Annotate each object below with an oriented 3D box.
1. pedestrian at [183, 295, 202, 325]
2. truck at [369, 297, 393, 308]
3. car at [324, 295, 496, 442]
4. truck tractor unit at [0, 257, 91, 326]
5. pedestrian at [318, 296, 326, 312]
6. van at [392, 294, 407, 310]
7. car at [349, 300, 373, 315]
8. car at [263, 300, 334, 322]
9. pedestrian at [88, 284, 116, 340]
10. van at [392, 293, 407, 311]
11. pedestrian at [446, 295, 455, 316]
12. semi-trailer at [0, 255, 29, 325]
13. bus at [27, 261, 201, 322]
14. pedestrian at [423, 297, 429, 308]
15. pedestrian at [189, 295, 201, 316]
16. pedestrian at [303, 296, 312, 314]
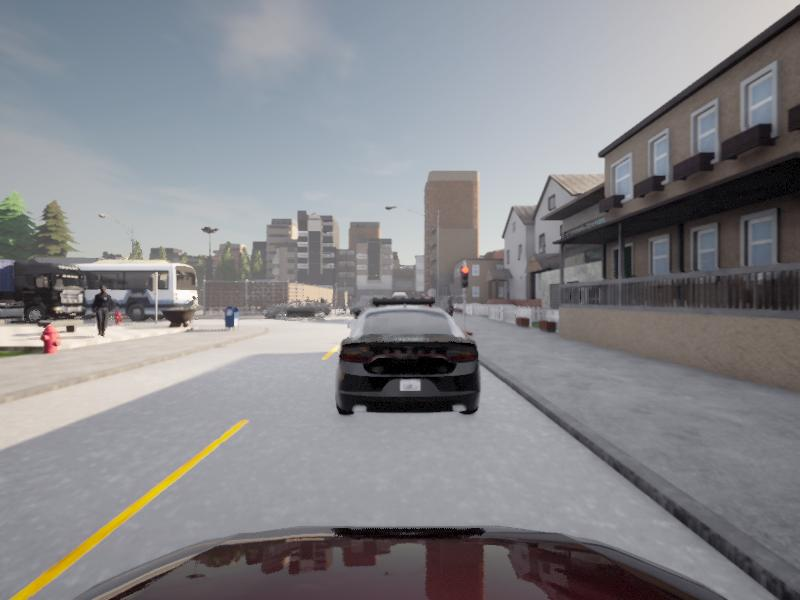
[{"bbox_3d":[-12.876,0.609,24.773,0.751,1.860,0.751,0,0,27],"label":"pedestrian"},{"bbox_3d":[-3.822,0.455,78.271,2.390,2.098,6.274,1,-1,-25],"label":"truck"},{"bbox_3d":[0.058,0.763,7.109,1.930,1.638,5.238,0,0,-1],"label":"car"},{"bbox_3d":[-24.500,-0.543,25.961,6.516,4.208,3.053,0,0,-1],"label":"truck tractor unit"},{"bbox_3d":[-9.411,0.480,48.145,0.751,1.860,0.751,0,0,1],"label":"pedestrian"},{"bbox_3d":[-0.085,0.305,65.647,2.351,2.431,6.366,0,0,-1],"label":"van"},{"bbox_3d":[-4.123,0.775,43.205,2.038,1.542,4.974,0,0,0],"label":"car"},{"bbox_3d":[-7.764,0.801,30.591,4.902,1.511,2.128,0,1,-28],"label":"car"},{"bbox_3d":[-10.343,0.391,13.891,0.751,1.860,0.751,0,0,-37],"label":"pedestrian"},{"bbox_3d":[-0.109,0.259,57.521,1.988,2.561,5.915,0,0,-1],"label":"van"},{"bbox_3d":[4.459,0.494,35.494,0.751,1.860,0.751,0,0,6],"label":"pedestrian"},{"bbox_3d":[-32.413,-0.647,25.867,14.254,4.402,2.717,0,0,-1],"label":"semi-trailer"},{"bbox_3d":[-20.909,-0.568,29.828,10.273,4.253,3.944,0,0,1],"label":"bus"},{"bbox_3d":[4.708,0.445,72.456,0.751,1.860,0.751,0,0,-16],"label":"pedestrian"},{"bbox_3d":[-18.328,0.493,35.805,0.751,1.860,0.751,0,0,-11],"label":"pedestrian"},{"bbox_3d":[-9.405,0.488,40.670,0.751,1.860,0.751,0,0,0],"label":"pedestrian"}]
